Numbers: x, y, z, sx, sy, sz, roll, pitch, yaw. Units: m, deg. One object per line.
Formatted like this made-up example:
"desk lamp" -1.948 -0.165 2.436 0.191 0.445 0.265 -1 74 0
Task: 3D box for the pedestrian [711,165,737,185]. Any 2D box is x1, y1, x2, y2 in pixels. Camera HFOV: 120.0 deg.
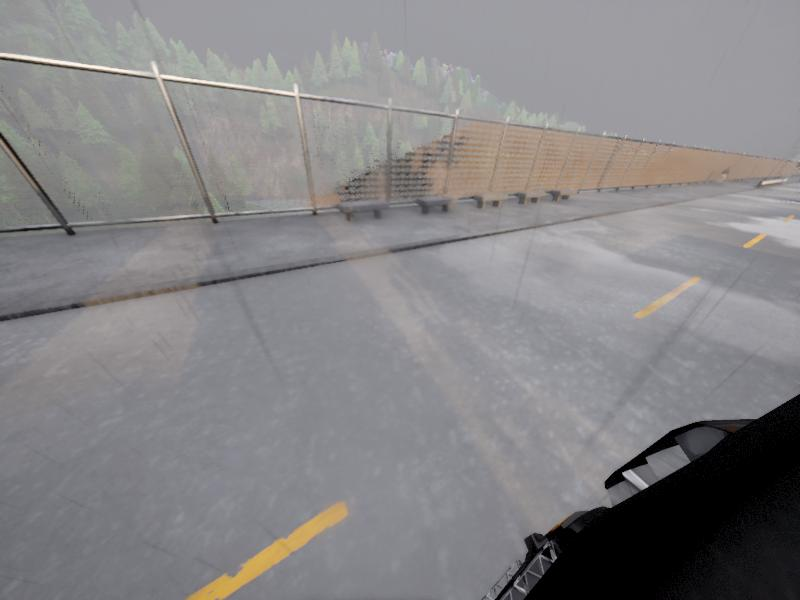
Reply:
"pedestrian" 36.225 -13.946 25.833 0.751 1.860 0.751 -15 38 -25
